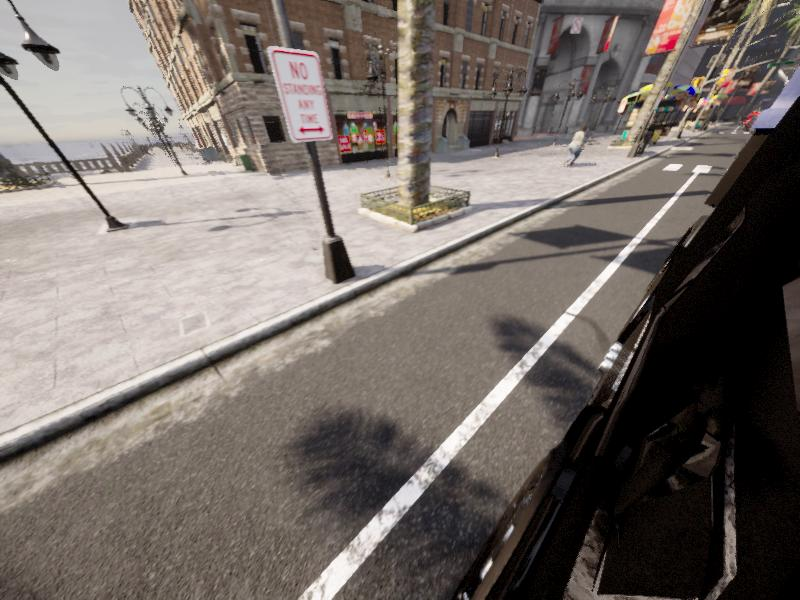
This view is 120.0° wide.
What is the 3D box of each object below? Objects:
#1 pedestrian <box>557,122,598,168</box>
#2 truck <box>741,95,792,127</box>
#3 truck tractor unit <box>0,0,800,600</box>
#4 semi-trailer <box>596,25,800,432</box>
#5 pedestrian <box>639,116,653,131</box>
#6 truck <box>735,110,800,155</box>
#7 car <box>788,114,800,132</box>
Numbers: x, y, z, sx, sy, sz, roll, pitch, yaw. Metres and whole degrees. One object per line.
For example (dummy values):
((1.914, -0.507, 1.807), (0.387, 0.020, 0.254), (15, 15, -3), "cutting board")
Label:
((8.907, -7.804, 11.673), (0.751, 1.860, 0.751), (-8, 37, -7), "pedestrian")
((61.747, -31.722, 38.924), (8.468, 3.827, 2.891), (-26, 43, -28), "truck")
((2.645, -0.295, 0.351), (6.516, 4.208, 3.053), (-28, 44, -30), "truck tractor unit")
((8.806, -3.530, 4.118), (14.254, 4.402, 2.717), (-27, 43, -28), "semi-trailer")
((41.070, -29.426, 38.546), (0.751, 1.860, 0.751), (-21, 41, -23), "pedestrian")
((25.610, -10.480, 14.274), (6.274, 2.098, 2.390), (-9, 37, -8), "truck")
((48.491, -21.073, 27.406), (5.366, 1.575, 1.801), (-28, 44, -30), "car")
